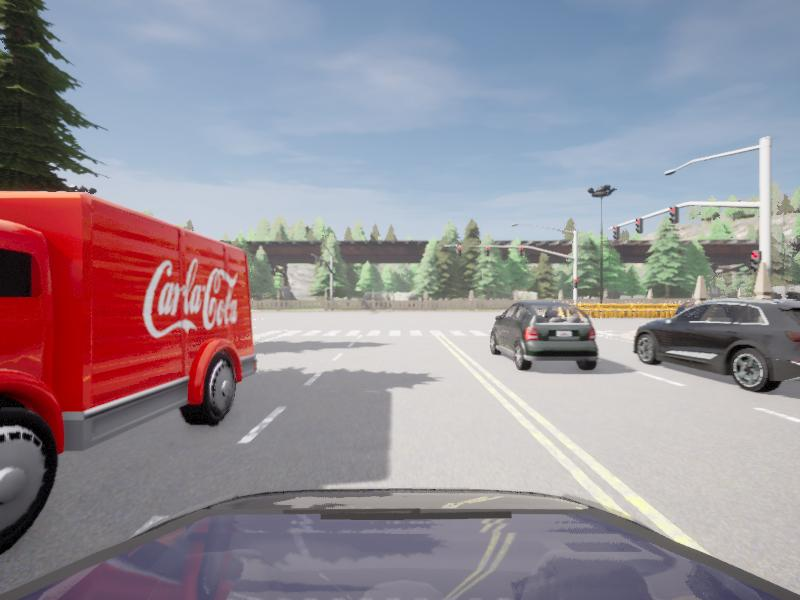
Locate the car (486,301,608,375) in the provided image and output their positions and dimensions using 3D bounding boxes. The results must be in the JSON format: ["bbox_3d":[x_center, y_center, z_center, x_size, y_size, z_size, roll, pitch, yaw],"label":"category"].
[{"bbox_3d":[3.502,0.818,10.305,1.789,1.549,3.705,0,0,0],"label":"car"}]

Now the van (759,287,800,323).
[{"bbox_3d":[30.122,0.331,29.302,5.915,2.561,1.988,0,0,0],"label":"van"}]

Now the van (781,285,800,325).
[{"bbox_3d":[28.523,0.330,25.805,5.915,2.561,1.988,0,0,0],"label":"van"}]

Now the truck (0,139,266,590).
[{"bbox_3d":[-3.499,0.362,3.896,2.627,2.467,5.204,0,0,0],"label":"truck"}]

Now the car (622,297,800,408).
[{"bbox_3d":[7.001,0.781,8.358,2.033,1.649,4.856,0,0,0],"label":"car"}]

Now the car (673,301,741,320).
[{"bbox_3d":[25.140,0.863,32.827,4.193,1.474,1.816,0,0,0],"label":"car"}]

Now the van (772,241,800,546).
[{"bbox_3d":[3.500,0.596,0.585,1.775,1.987,4.442,0,0,0],"label":"van"}]
